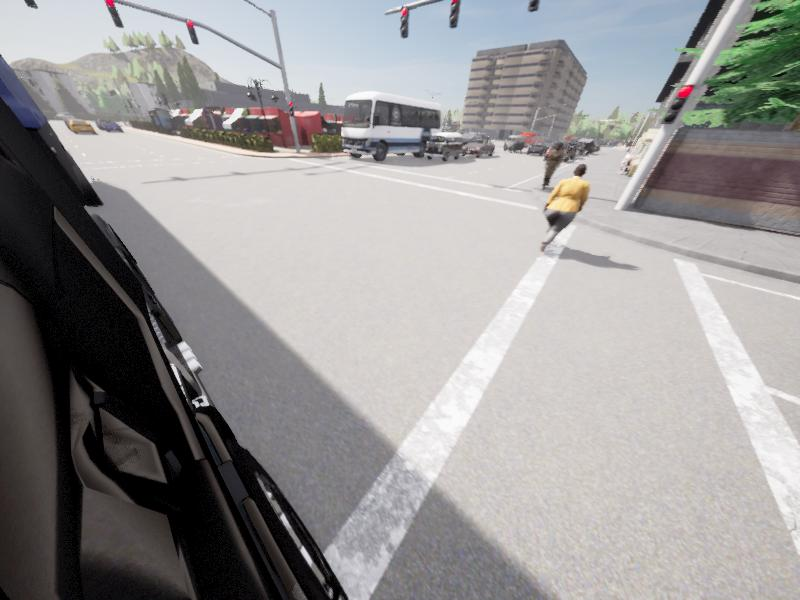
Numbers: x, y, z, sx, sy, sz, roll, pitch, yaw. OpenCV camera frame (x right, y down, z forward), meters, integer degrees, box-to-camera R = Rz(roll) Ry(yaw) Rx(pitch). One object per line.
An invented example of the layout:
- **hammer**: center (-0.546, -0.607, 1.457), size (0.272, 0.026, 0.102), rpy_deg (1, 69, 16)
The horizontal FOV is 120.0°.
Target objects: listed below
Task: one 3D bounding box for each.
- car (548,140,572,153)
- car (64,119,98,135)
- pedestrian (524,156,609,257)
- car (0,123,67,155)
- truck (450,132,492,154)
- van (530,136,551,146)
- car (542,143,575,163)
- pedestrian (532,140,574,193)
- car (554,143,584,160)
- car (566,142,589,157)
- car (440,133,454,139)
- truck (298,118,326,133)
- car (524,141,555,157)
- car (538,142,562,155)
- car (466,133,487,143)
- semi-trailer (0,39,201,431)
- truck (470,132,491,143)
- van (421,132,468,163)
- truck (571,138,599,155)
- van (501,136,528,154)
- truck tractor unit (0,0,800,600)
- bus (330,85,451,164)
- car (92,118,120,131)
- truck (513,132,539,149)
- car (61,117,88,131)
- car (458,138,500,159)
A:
- **car**: center (27.329, -26.239, 39.463), size (2.152, 1.651, 5.027), rpy_deg (28, 43, 29)
- **car**: center (-42.466, -23.076, 30.757), size (5.008, 1.535, 1.882), rpy_deg (28, 43, 29)
- **pedestrian**: center (3.574, -2.033, 5.096), size (0.751, 1.860, 0.751), rpy_deg (30, 45, 32)
- **car**: center (-25.098, -11.071, 15.762), size (4.792, 1.488, 2.163), rpy_deg (28, 43, 30)
- **truck**: center (9.318, -20.538, 30.188), size (2.390, 2.098, 6.274), rpy_deg (28, 43, 30)
- **van**: center (39.063, -44.262, 64.323), size (1.775, 1.987, 4.442), rpy_deg (-12, 39, -19)
- **car**: center (17.108, -15.903, 24.862), size (1.851, 1.617, 3.988), rpy_deg (28, 43, 30)
- **pedestrian**: center (6.514, -5.700, 9.896), size (0.751, 1.860, 0.751), rpy_deg (29, 44, 31)
- **car**: center (21.297, -18.772, 29.067), size (1.882, 1.535, 5.008), rpy_deg (28, 43, 30)
- **car**: center (25.602, -21.744, 33.345), size (1.789, 1.549, 3.705), rpy_deg (28, 43, 29)
- **car**: center (18.254, -63.778, 89.726), size (4.902, 1.511, 2.128), rpy_deg (28, 43, 30)
- **truck**: center (-30.773, -61.226, 81.050), size (2.891, 3.827, 8.468), rpy_deg (29, 44, 31)
- **car**: center (18.639, -20.199, 30.838), size (2.128, 1.511, 4.902), rpy_deg (28, 43, 30)
- **car**: center (22.733, -22.968, 34.962), size (1.994, 1.385, 4.181), rpy_deg (28, 43, 30)
- **car**: center (19.694, -41.989, 59.813), size (4.605, 1.855, 1.932), rpy_deg (28, 43, 30)
- **semi-trailer**: center (-8.704, -3.582, 4.247), size (14.254, 4.402, 2.717), rpy_deg (28, 43, 30)
- **truck**: center (21.501, -43.357, 61.618), size (4.478, 2.038, 2.069), rpy_deg (28, 43, 30)
- **van**: center (4.027, -13.637, 20.580), size (2.069, 2.038, 4.480), rpy_deg (24, 42, 26)
- **truck**: center (30.542, -25.367, 38.098), size (2.390, 2.098, 6.274), rpy_deg (28, 43, 30)
- **van**: center (16.183, -21.962, 32.649), size (1.775, 1.987, 4.442), rpy_deg (28, 44, 30)
- **truck tractor unit**: center (-2.645, -0.295, 0.351), size (6.516, 4.208, 3.053), rpy_deg (28, 44, 30)
- **bus**: center (-0.225, -14.676, 19.847), size (3.944, 4.253, 10.273), rpy_deg (28, 43, 30)
- **car**: center (-50.016, -29.814, 39.269), size (4.856, 1.649, 2.033), rpy_deg (28, 43, 30)
- **truck**: center (24.825, -31.387, 45.526), size (2.627, 2.467, 5.204), rpy_deg (28, 43, 30)
- **car**: center (-52.872, -28.574, 37.484), size (5.008, 1.535, 1.882), rpy_deg (28, 43, 30)
- **car**: center (8.702, -16.656, 25.311), size (2.152, 1.651, 5.027), rpy_deg (28, 43, 30)
